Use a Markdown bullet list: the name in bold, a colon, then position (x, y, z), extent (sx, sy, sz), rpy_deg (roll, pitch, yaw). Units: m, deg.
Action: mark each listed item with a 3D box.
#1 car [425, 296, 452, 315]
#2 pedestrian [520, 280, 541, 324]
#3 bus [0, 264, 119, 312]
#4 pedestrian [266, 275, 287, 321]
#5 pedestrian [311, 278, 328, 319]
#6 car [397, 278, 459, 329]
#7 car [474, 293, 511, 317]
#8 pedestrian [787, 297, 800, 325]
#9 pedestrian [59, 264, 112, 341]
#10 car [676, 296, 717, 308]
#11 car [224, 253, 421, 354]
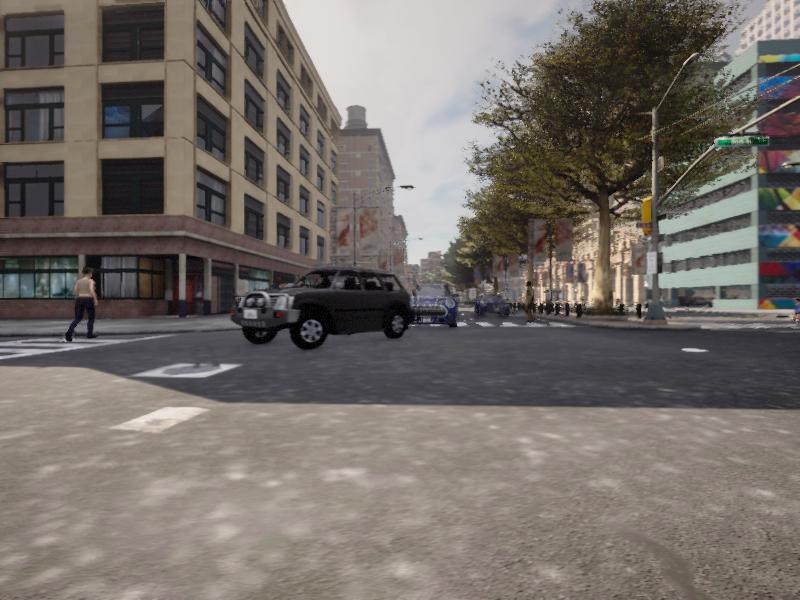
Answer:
- **car**: position (2.849, 0.396, 29.800), extent (1.895, 1.301, 4.718), rpy_deg (0, 0, 5)
- **pedestrian**: position (5.657, 0.069, 17.382), extent (0.751, 1.860, 0.751), rpy_deg (0, 0, 9)
- **bus**: position (-34.436, -1.066, 40.609), extent (3.944, 4.253, 10.273), rpy_deg (0, 0, 5)
- **pedestrian**: position (-5.182, -0.086, 16.815), extent (0.751, 1.860, 0.751), rpy_deg (0, 0, -9)
- **pedestrian**: position (-3.761, -0.083, 18.616), extent (0.751, 1.860, 0.751), rpy_deg (0, 0, -15)
- **car**: position (1.289, 0.123, 16.067), extent (2.097, 1.767, 4.553), rpy_deg (0, 0, 9)
- **car**: position (6.105, 0.317, 26.870), extent (1.812, 1.442, 4.674), rpy_deg (0, 0, 5)
- **pedestrian**: position (15.903, 0.448, 15.914), extent (0.500, 1.100, 0.500), rpy_deg (0, 0, 8)
- **pedestrian**: position (-7.895, 0.055, 10.064), extent (0.751, 1.860, 0.751), rpy_deg (0, 0, -2)
- **car**: position (39.355, 0.254, 53.279), extent (2.161, 1.482, 4.786), rpy_deg (0, 0, 5)
- **car**: position (-1.569, 0.070, 9.727), extent (1.932, 1.855, 4.605), rpy_deg (0, 0, 36)
